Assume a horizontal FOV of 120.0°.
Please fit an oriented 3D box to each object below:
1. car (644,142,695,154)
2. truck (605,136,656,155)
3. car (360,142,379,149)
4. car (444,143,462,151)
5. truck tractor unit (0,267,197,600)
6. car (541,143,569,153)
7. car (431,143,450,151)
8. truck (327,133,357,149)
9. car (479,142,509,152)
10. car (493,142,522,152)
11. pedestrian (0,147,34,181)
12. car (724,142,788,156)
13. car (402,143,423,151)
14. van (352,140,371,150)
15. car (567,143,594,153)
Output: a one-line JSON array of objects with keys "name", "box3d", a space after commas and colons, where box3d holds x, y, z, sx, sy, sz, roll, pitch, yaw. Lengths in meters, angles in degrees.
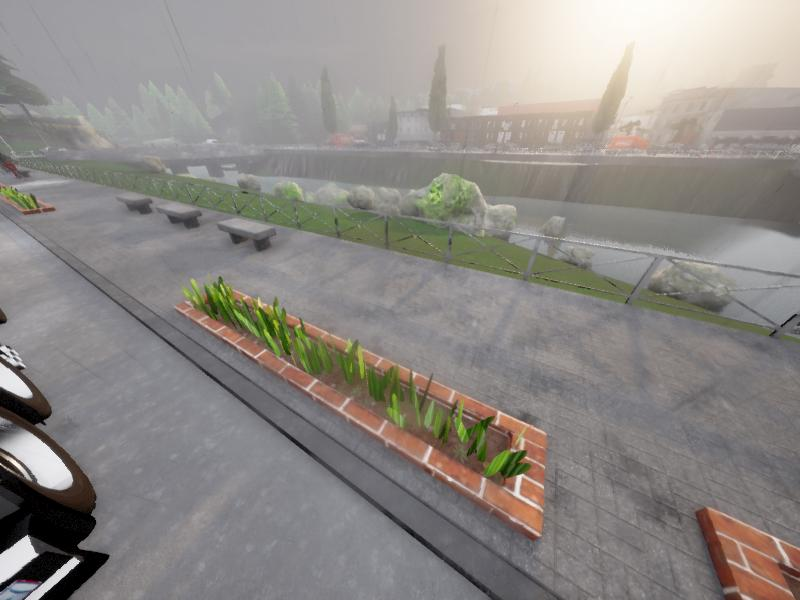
[{"name": "car", "box3d": [45.839, -26.019, 39.549, 5.238, 1.638, 1.930, 19, 39, 26]}, {"name": "truck", "box3d": [38.813, -26.188, 39.134, 5.204, 2.467, 2.627, 18, 39, 25]}, {"name": "car", "box3d": [-8.685, -43.810, 65.497, 4.856, 1.649, 2.033, 18, 39, 24]}, {"name": "car", "box3d": [12.693, -36.791, 55.408, 3.806, 1.475, 1.970, 18, 39, 25]}, {"name": "truck tractor unit", "box3d": [-5.116, -0.296, 0.773, 6.516, 4.208, 3.053, 18, 39, 24]}, {"name": "car", "box3d": [29.508, -28.964, 43.932, 3.988, 1.617, 1.851, 19, 39, 26]}, {"name": "car", "box3d": [9.419, -35.382, 53.412, 3.806, 1.475, 1.970, 19, 39, 26]}, {"name": "truck", "box3d": [-17.216, -47.471, 68.894, 8.468, 3.827, 2.891, 18, 39, 24]}, {"name": "car", "box3d": [19.680, -32.137, 48.532, 5.238, 1.638, 1.930, 20, 40, 26]}, {"name": "car", "box3d": [23.316, -33.422, 50.346, 5.238, 1.638, 1.930, 18, 39, 24]}, {"name": "pedestrian", "box3d": [-25.358, -8.794, 14.961, 0.751, 1.860, 0.751, 9, 36, 14]}, {"name": "car", "box3d": [54.439, -23.249, 35.515, 4.856, 1.649, 2.033, 19, 39, 26]}, {"name": "car", "box3d": [3.226, -39.831, 59.952, 5.027, 1.651, 2.152, 18, 39, 24]}, {"name": "van", "box3d": [-10.314, -41.861, 62.375, 4.480, 2.038, 2.069, 18, 39, 24]}, {"name": "car", "box3d": [34.949, -29.480, 44.743, 3.806, 1.475, 1.970, 19, 39, 26]}]
